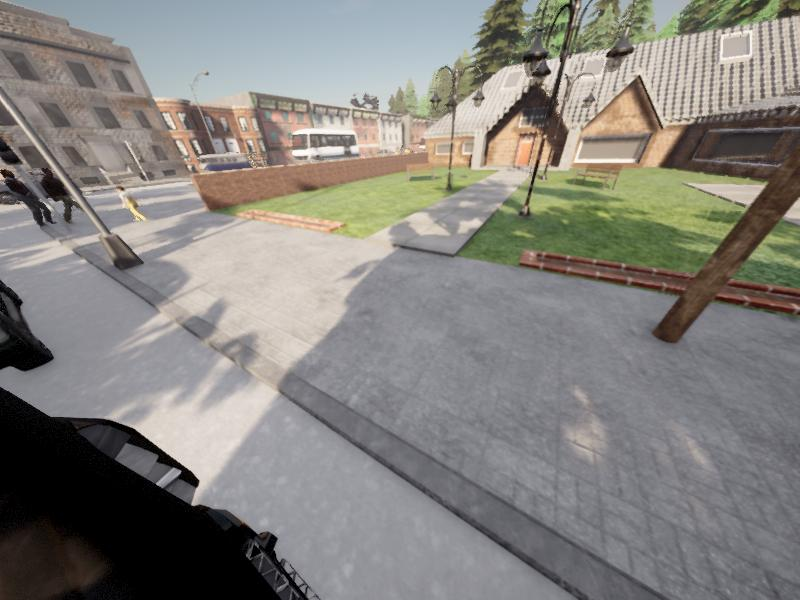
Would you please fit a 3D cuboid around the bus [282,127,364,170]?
[{"bbox_3d":[-9.988,-21.000,31.995,3.944,4.253,10.273,17,38,26],"label":"bus"}]

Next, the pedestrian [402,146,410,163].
[{"bbox_3d":[0.845,-18.978,30.204,0.751,1.860,0.751,16,38,25],"label":"pedestrian"}]

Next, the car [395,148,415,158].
[{"bbox_3d":[1.112,-30.731,48.291,2.163,1.488,4.792,17,38,26],"label":"car"}]

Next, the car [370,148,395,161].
[{"bbox_3d":[-3.083,-26.725,42.411,2.242,1.667,4.611,17,38,26],"label":"car"}]

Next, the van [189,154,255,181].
[{"bbox_3d":[-17.219,-13.090,22.695,1.775,1.987,4.442,17,38,26],"label":"van"}]

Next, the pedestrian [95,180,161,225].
[{"bbox_3d":[-9.548,-3.450,8.194,0.751,1.300,0.751,-4,34,-2],"label":"pedestrian"}]

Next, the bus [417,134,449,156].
[{"bbox_3d":[8.369,-38.672,57.571,3.944,4.253,10.273,17,38,26],"label":"bus"}]

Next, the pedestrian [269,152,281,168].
[{"bbox_3d":[-17.469,-19.599,32.329,0.751,1.860,0.751,14,37,23],"label":"pedestrian"}]

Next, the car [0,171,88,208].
[{"bbox_3d":[-22.620,-6.798,14.064,1.845,1.501,3.633,8,35,16],"label":"car"}]

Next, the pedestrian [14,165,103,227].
[{"bbox_3d":[-11.975,-3.700,8.219,0.751,1.860,0.751,-14,36,-17],"label":"pedestrian"}]

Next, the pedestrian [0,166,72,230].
[{"bbox_3d":[-12.945,-3.536,8.036,0.751,1.860,0.751,-14,35,-16],"label":"pedestrian"}]

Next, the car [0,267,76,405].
[{"bbox_3d":[-6.199,0.130,2.611,3.988,1.617,1.851,17,38,26],"label":"car"}]
